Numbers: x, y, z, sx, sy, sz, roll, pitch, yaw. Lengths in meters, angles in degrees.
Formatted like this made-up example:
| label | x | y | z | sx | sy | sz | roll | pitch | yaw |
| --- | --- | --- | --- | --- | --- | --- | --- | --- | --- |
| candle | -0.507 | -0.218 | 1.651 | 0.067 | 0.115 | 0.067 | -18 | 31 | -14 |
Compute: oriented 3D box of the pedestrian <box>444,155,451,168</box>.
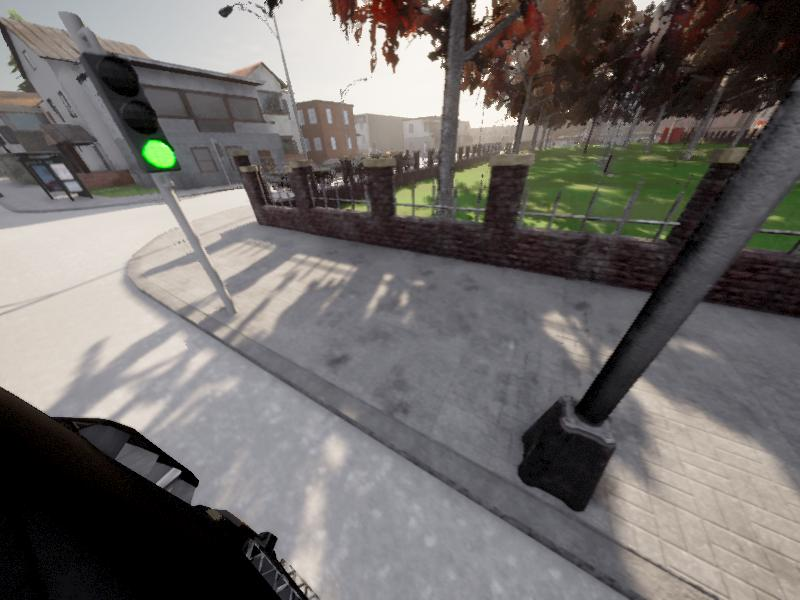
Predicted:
| label | x | y | z | sx | sy | sz | roll | pitch | yaw |
| --- | --- | --- | --- | --- | --- | --- | --- | --- | --- |
| pedestrian | 4.849 | -14.093 | 23.469 | 0.500 | 1.100 | 0.500 | 20 | 40 | 31 |

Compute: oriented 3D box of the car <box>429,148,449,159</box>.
| label | x | y | z | sx | sy | sz | roll | pitch | yaw |
| --- | --- | --- | --- | --- | --- | --- | --- | --- | --- |
| car | 7.131 | -26.490 | 41.757 | 1.837 | 1.490 | 4.892 | 16 | 38 | 26 |

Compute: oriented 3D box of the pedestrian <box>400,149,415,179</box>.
| label | x | y | z | sx | sy | sz | roll | pitch | yaw |
| --- | --- | --- | --- | --- | --- | --- | --- | --- | --- |
| pedestrian | 0.568 | -9.937 | 16.894 | 0.751 | 1.860 | 0.751 | 16 | 38 | 26 |

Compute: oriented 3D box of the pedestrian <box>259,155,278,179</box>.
| label | x | y | z | sx | sy | sz | roll | pitch | yaw |
| --- | --- | --- | --- | --- | --- | --- | --- | --- | --- |
| pedestrian | -12.256 | -12.395 | 21.587 | 0.751 | 1.860 | 0.751 | 16 | 38 | 26 |

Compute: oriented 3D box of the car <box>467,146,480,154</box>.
| label | x | y | z | sx | sy | sz | roll | pitch | yaw |
| --- | --- | --- | --- | --- | --- | --- | --- | --- | --- |
| car | 18.531 | -37.588 | 57.933 | 1.812 | 1.442 | 4.674 | 16 | 38 | 26 |

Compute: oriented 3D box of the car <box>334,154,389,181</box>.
| label | x | y | z | sx | sy | sz | roll | pitch | yaw |
| --- | --- | --- | --- | --- | --- | --- | --- | --- | --- |
| car | -3.180 | -11.725 | 20.315 | 2.033 | 1.649 | 4.856 | 15 | 38 | 25 |

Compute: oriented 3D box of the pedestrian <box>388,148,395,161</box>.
| label | x | y | z | sx | sy | sz | roll | pitch | yaw |
| --- | --- | --- | --- | --- | --- | --- | --- | --- | --- |
| pedestrian | -1.354 | -24.152 | 38.351 | 0.751 | 1.860 | 0.751 | 16 | 38 | 27 |

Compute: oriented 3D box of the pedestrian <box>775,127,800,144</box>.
| label | x | y | z | sx | sy | sz | roll | pitch | yaw |
| --- | --- | --- | --- | --- | --- | --- | --- | --- | --- |
| pedestrian | 51.918 | -22.031 | 30.934 | 0.751 | 1.860 | 0.751 | 15 | 38 | 25 |

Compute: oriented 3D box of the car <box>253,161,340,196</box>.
| label | x | y | z | sx | sy | sz | roll | pitch | yaw |
| --- | --- | --- | --- | --- | --- | --- | --- | --- | --- |
| car | -6.725 | -8.374 | 15.676 | 2.128 | 1.511 | 4.902 | 16 | 38 | 26 |

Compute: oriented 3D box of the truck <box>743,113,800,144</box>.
| label | x | y | z | sx | sy | sz | roll | pitch | yaw |
| --- | --- | --- | --- | --- | --- | --- | --- | --- | --- |
| truck | 62.986 | -28.352 | 38.381 | 2.891 | 3.827 | 8.468 | 16 | 38 | 26 |

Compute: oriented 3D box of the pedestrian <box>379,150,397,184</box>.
| label | x | y | z | sx | sy | sz | roll | pitch | yaw |
| --- | --- | --- | --- | --- | --- | --- | --- | --- | --- |
| pedestrian | -0.742 | -8.643 | 15.058 | 0.751 | 1.860 | 0.751 | 16 | 38 | 26 |

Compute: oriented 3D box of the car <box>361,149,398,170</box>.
| label | x | y | z | sx | sy | sz | roll | pitch | yaw |
| --- | --- | --- | --- | --- | --- | --- | --- | --- | --- |
| car | -2.352 | -16.934 | 27.835 | 1.932 | 1.855 | 4.605 | 18 | 39 | 28 |

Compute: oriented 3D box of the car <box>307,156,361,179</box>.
| label | x | y | z | sx | sy | sz | roll | pitch | yaw |
| --- | --- | --- | --- | --- | --- | --- | --- | --- | --- |
| car | -6.349 | -13.148 | 22.808 | 2.128 | 1.511 | 4.902 | 16 | 38 | 26 |

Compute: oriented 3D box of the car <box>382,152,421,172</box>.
| label | x | y | z | sx | sy | sz | roll | pitch | yaw |
| --- | --- | --- | --- | --- | --- | --- | --- | --- | --- |
| car | 0.320 | -15.076 | 25.167 | 2.128 | 1.511 | 4.902 | 14 | 37 | 24 |
